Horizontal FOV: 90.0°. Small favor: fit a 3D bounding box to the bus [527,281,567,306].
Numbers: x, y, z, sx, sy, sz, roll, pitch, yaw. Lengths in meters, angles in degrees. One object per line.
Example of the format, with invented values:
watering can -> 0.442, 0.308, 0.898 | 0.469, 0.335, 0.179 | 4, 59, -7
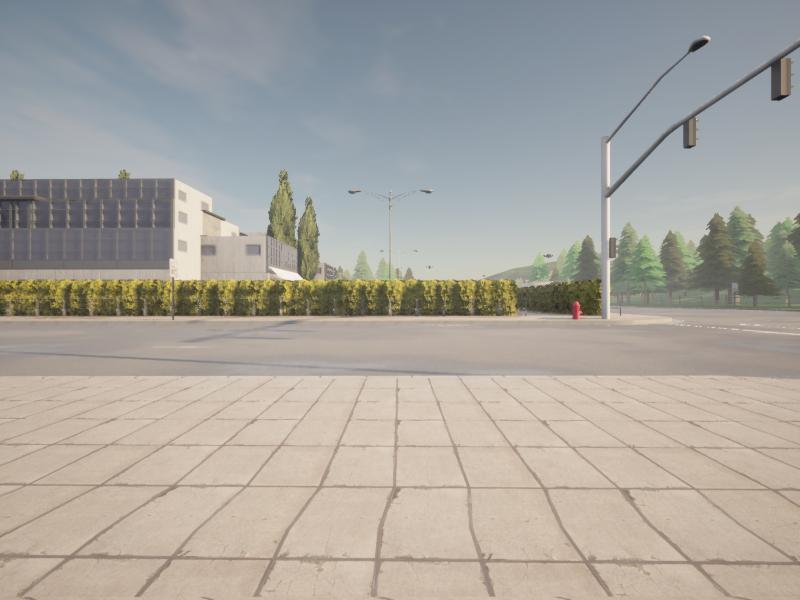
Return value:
bus -> 27.310, -1.162, 75.148 | 3.944, 4.253, 10.273 | 0, 0, 1
